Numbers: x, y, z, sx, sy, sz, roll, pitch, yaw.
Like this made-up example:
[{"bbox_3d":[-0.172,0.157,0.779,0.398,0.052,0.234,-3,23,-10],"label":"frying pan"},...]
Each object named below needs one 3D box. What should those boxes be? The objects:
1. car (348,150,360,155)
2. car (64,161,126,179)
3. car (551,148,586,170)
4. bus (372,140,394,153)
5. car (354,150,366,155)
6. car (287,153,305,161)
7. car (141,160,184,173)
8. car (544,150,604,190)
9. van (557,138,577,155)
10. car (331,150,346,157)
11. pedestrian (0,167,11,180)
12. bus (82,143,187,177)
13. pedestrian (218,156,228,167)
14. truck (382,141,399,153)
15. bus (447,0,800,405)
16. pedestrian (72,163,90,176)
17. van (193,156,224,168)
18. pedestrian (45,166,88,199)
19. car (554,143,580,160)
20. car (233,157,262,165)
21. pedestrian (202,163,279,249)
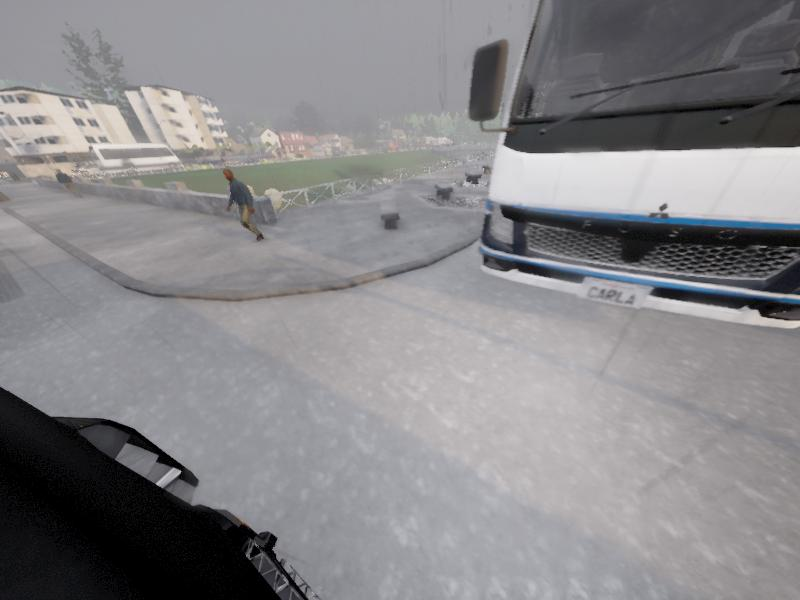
[{"bbox_3d":[-16.817,-54.113,84.818,1.994,1.385,4.181,16,38,26],"label":"car"},{"bbox_3d":[-49.796,-21.411,37.959,2.150,2.045,5.566,16,39,26],"label":"car"},{"bbox_3d":[14.252,-12.047,19.640,1.895,1.301,4.718,16,38,26],"label":"car"},{"bbox_3d":[-6.951,-65.102,97.878,3.944,4.253,10.273,16,38,26],"label":"bus"},{"bbox_3d":[-14.150,-52.332,81.948,1.994,1.385,4.181,16,38,26],"label":"car"},{"bbox_3d":[-29.854,-41.135,66.328,1.851,1.617,3.988,16,38,26],"label":"car"},{"bbox_3d":[-45.391,-25.638,44.298,1.930,1.638,5.238,16,38,26],"label":"car"},{"bbox_3d":[9.294,-7.169,12.579,1.970,1.475,3.806,16,38,26],"label":"car"},{"bbox_3d":[24.439,-22.547,33.907,1.775,1.987,4.442,16,38,26],"label":"van"},{"bbox_3d":[-20.925,-50.113,78.940,1.930,1.638,5.238,16,38,26],"label":"car"},{"bbox_3d":[-65.317,-20.690,37.849,0.751,1.860,0.751,19,40,30],"label":"pedestrian"},{"bbox_3d":[-44.032,-23.823,39.131,3.944,4.253,10.273,16,38,26],"label":"bus"},{"bbox_3d":[-34.209,-26.735,44.632,0.751,1.860,0.751,16,38,26],"label":"pedestrian"},{"bbox_3d":[-3.787,-63.759,96.009,2.891,3.827,8.468,16,38,26],"label":"truck"},{"bbox_3d":[4.853,-3.724,5.285,3.944,4.253,10.273,15,38,25],"label":"bus"},{"bbox_3d":[-54.522,-22.219,39.462,0.751,1.860,0.751,-1,34,3],"label":"pedestrian"},{"bbox_3d":[-41.327,-29.855,49.966,1.775,1.987,4.442,16,38,26],"label":"van"},{"bbox_3d":[-22.213,-7.819,15.440,0.751,1.860,0.751,16,38,26],"label":"pedestrian"},{"bbox_3d":[19.301,-17.183,26.753,1.970,1.475,3.806,16,38,26],"label":"car"},{"bbox_3d":[-37.040,-33.892,56.182,2.033,1.411,5.357,16,38,26],"label":"car"},{"bbox_3d":[-3.945,-2.378,5.868,0.751,1.860,0.751,16,38,25],"label":"pedestrian"}]
